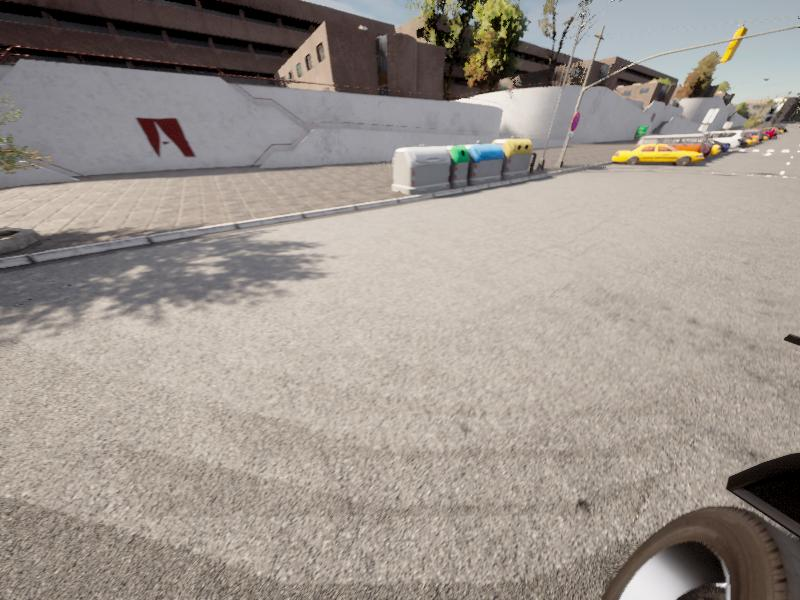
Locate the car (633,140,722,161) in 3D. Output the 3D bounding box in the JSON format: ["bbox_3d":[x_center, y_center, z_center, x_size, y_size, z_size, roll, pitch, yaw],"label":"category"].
[{"bbox_3d":[25.172,-13.775,21.315,4.792,1.488,2.163,20,41,29],"label":"car"}]

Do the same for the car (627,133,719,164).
[{"bbox_3d":[22.847,-12.905,19.738,4.442,1.987,1.878,20,40,29],"label":"car"}]

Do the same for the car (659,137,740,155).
[{"bbox_3d":[32.513,-16.909,25.391,5.008,1.535,2.097,20,40,29],"label":"car"}]

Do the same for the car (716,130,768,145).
[{"bbox_3d":[59.450,-28.366,40.321,4.442,1.987,1.878,20,40,29],"label":"car"}]

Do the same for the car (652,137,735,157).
[{"bbox_3d":[30.079,-15.865,24.015,4.892,1.521,2.231,20,41,29],"label":"car"}]

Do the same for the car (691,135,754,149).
[{"bbox_3d":[44.713,-22.025,32.261,4.674,1.452,2.002,20,40,29],"label":"car"}]

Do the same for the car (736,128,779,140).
[{"bbox_3d":[78.971,-36.739,51.212,4.442,1.987,1.878,20,40,29],"label":"car"}]

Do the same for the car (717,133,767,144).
[{"bbox_3d":[61.798,-29.210,41.888,4.674,1.452,2.002,20,41,29],"label":"car"}]

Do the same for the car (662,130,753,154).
[{"bbox_3d":[34.918,-18.155,26.623,5.566,2.045,2.435,20,40,29],"label":"car"}]

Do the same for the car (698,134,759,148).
[{"bbox_3d":[49.565,-24.091,35.023,4.792,1.488,2.163,20,40,29],"label":"car"}]

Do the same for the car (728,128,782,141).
[{"bbox_3d":[76.405,-35.741,49.909,5.566,2.045,2.435,20,41,29],"label":"car"}]

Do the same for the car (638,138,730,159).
[{"bbox_3d":[27.482,-14.889,22.740,5.366,1.575,1.946,20,41,29],"label":"car"}]

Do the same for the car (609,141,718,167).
[{"bbox_3d":[20.471,-11.662,18.466,5.366,1.575,1.946,20,40,29],"label":"car"}]

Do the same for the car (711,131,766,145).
[{"bbox_3d":[56.932,-27.275,39.038,4.553,1.767,2.185,20,40,29],"label":"car"}]

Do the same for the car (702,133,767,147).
[{"bbox_3d":[52.184,-25.079,36.281,5.366,1.575,1.946,20,40,29],"label":"car"}]

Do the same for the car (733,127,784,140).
[{"bbox_3d":[81.337,-37.845,52.593,5.566,2.045,2.435,20,40,29],"label":"car"}]

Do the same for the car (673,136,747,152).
[{"bbox_3d":[37.391,-18.978,28.134,4.892,1.521,2.231,20,40,29],"label":"car"}]

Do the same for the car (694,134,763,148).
[{"bbox_3d":[47.303,-23.034,33.526,5.366,1.575,1.946,20,40,29],"label":"car"}]
